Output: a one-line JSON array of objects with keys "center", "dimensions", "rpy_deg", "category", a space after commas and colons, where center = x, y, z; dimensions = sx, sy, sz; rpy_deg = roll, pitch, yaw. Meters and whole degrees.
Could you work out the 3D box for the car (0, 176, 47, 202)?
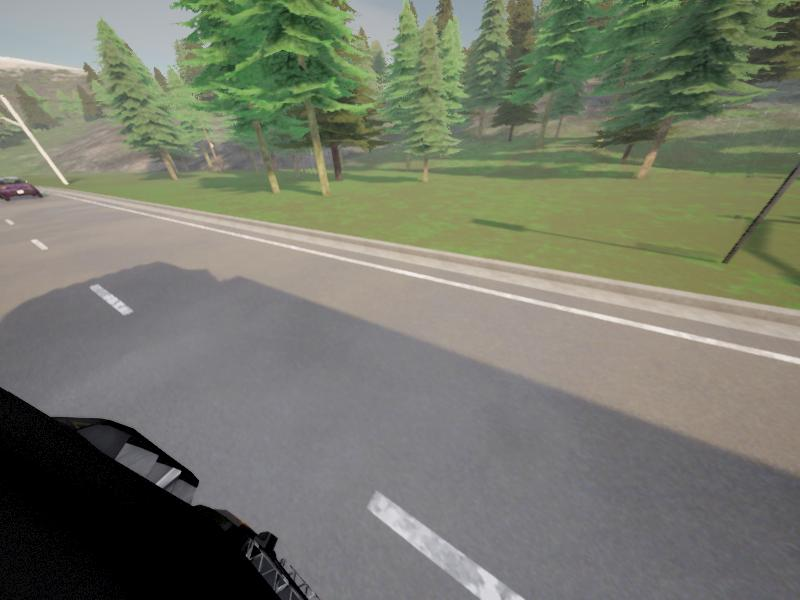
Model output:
[{"center": [-29.963, -8.698, 17.918], "dimensions": [4.193, 1.474, 1.816], "rpy_deg": [16, 37, 25], "category": "car"}]
